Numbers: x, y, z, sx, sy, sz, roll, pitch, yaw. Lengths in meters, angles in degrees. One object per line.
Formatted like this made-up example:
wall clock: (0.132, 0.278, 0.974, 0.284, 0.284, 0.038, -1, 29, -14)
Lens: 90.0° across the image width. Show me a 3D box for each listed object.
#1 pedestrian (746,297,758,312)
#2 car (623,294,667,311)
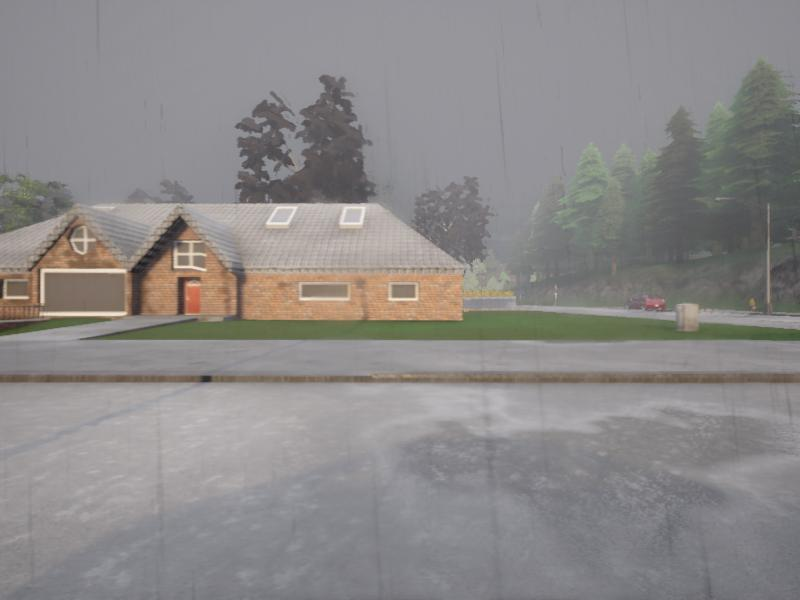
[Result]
pedestrian: (26.684, 0.334, 30.346, 0.500, 1.100, 0.500, 0, 0, -16)
car: (22.212, 0.243, 36.430, 1.845, 1.501, 3.633, 0, 0, 0)
